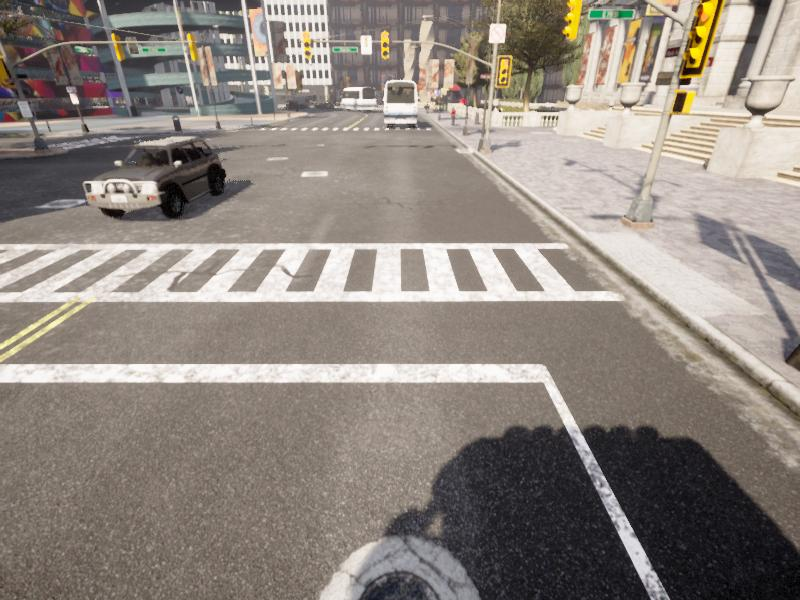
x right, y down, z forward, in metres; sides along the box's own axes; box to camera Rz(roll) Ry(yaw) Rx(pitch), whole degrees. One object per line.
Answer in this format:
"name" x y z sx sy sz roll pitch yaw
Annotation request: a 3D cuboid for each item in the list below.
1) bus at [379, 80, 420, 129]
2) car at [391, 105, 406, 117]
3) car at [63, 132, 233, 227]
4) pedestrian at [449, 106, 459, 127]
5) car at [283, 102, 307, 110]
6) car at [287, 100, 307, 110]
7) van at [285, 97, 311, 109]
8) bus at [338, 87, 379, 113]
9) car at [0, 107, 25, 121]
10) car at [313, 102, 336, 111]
"bus" -0.034 -21.198 43.242 3.944 4.253 10.273 0 27 0
"car" -0.213 -30.121 63.595 2.038 1.542 4.974 -2 27 -4
"car" -6.979 -3.775 11.907 1.932 1.855 4.605 0 28 0
"pedestrian" 5.313 -18.142 39.520 0.751 1.860 0.751 8 28 14
"car" -24.505 -45.242 93.247 5.027 1.651 2.152 14 30 25
"car" -22.807 -43.098 88.492 3.866 1.878 1.905 18 32 32
"van" -24.686 -47.641 96.559 5.915 2.561 1.988 12 30 22
"bus" -8.205 -38.811 77.527 3.944 4.253 10.273 -14 30 -25
"car" -50.040 -22.986 49.464 4.902 1.511 2.128 0 27 0
"car" -16.732 -42.670 88.238 5.027 1.651 2.152 21 34 35
